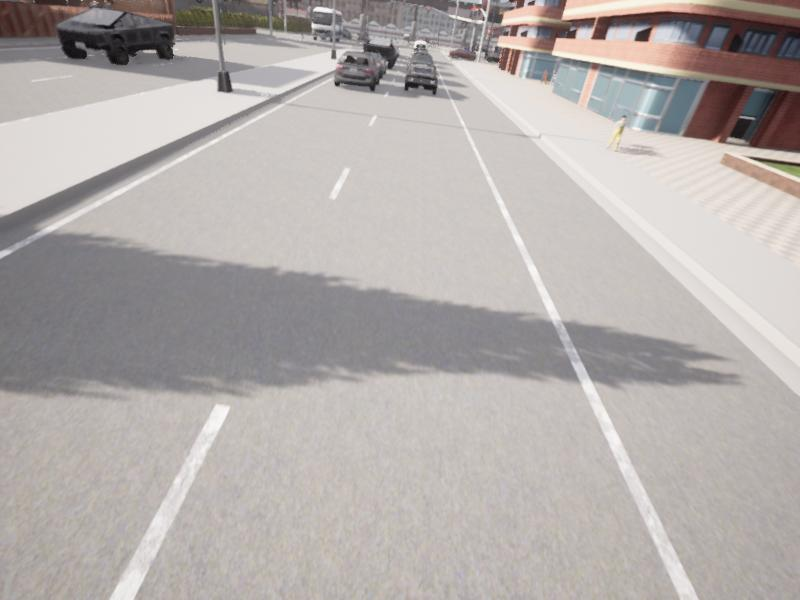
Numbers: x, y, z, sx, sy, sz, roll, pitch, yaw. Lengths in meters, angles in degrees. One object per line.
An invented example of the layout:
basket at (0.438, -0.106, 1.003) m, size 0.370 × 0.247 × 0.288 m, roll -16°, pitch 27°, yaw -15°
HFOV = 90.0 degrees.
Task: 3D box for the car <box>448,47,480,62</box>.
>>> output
car at (10.096, -38.942, 63.511) m, size 4.674 × 1.442 × 1.812 m, roll 6°, pitch 34°, yaw -3°

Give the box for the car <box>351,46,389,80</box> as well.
car at (-1.994, -16.472, 27.727) m, size 2.038 × 1.542 × 4.974 m, roll 7°, pitch 34°, yaw -2°

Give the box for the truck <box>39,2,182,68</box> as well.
truck at (-13.734, -13.071, 19.776) m, size 2.390 × 2.098 × 6.274 m, roll 7°, pitch 34°, yaw -2°

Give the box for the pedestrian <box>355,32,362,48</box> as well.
pedestrian at (-5.854, -36.569, 56.311) m, size 0.751 × 1.860 × 0.751 m, roll 10°, pitch 34°, yaw 3°

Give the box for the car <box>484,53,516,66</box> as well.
car at (16.651, -40.180, 66.762) m, size 4.718 × 1.301 × 1.895 m, roll 6°, pitch 34°, yaw -3°

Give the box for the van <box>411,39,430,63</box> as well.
van at (2.486, -30.526, 48.970) m, size 2.069 × 2.038 × 4.480 m, roll 7°, pitch 34°, yaw -2°

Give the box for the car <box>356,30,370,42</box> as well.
car at (-7.379, -52.937, 80.308) m, size 2.097 × 1.767 × 4.553 m, roll 7°, pitch 34°, yaw -2°

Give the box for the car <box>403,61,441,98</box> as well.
car at (1.267, -13.151, 23.697) m, size 1.895 × 1.301 × 4.718 m, roll 7°, pitch 34°, yaw -2°

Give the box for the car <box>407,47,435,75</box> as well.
car at (1.876, -21.573, 35.982) m, size 2.152 × 1.651 × 5.027 m, roll 7°, pitch 34°, yaw -2°

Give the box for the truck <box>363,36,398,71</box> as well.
truck at (-1.612, -21.571, 34.835) m, size 2.390 × 2.098 × 6.274 m, roll 7°, pitch 34°, yaw -2°

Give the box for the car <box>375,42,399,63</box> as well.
car at (-1.292, -26.227, 42.293) m, size 2.038 × 1.542 × 4.974 m, roll 7°, pitch 34°, yaw -2°

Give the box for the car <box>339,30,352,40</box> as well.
car at (-10.880, -53.119, 80.216) m, size 1.994 × 1.385 × 4.181 m, roll 7°, pitch 34°, yaw -2°

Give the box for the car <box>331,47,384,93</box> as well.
car at (-2.256, -12.746, 22.037) m, size 2.242 × 1.667 × 4.611 m, roll 7°, pitch 34°, yaw -2°

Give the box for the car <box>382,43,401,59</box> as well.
car at (-0.990, -30.556, 48.969) m, size 1.895 × 1.301 × 4.718 m, roll 7°, pitch 34°, yaw -2°

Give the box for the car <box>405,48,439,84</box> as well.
car at (1.569, -17.192, 29.286) m, size 2.097 × 1.767 × 4.553 m, roll 7°, pitch 34°, yaw -2°

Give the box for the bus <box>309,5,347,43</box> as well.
bus at (-11.350, -43.786, 63.741) m, size 3.944 × 4.253 × 10.273 m, roll 7°, pitch 34°, yaw -2°

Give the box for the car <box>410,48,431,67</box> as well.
car at (2.182, -25.935, 42.788) m, size 1.895 × 1.301 × 4.718 m, roll 7°, pitch 34°, yaw -2°

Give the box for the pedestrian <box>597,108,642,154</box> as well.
pedestrian at (7.595, -5.882, 13.927) m, size 0.751 × 1.300 × 0.751 m, roll 9°, pitch 34°, yaw 2°

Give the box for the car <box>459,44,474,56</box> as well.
car at (13.793, -52.053, 83.243) m, size 2.242 × 1.667 × 4.611 m, roll 7°, pitch 34°, yaw -1°
